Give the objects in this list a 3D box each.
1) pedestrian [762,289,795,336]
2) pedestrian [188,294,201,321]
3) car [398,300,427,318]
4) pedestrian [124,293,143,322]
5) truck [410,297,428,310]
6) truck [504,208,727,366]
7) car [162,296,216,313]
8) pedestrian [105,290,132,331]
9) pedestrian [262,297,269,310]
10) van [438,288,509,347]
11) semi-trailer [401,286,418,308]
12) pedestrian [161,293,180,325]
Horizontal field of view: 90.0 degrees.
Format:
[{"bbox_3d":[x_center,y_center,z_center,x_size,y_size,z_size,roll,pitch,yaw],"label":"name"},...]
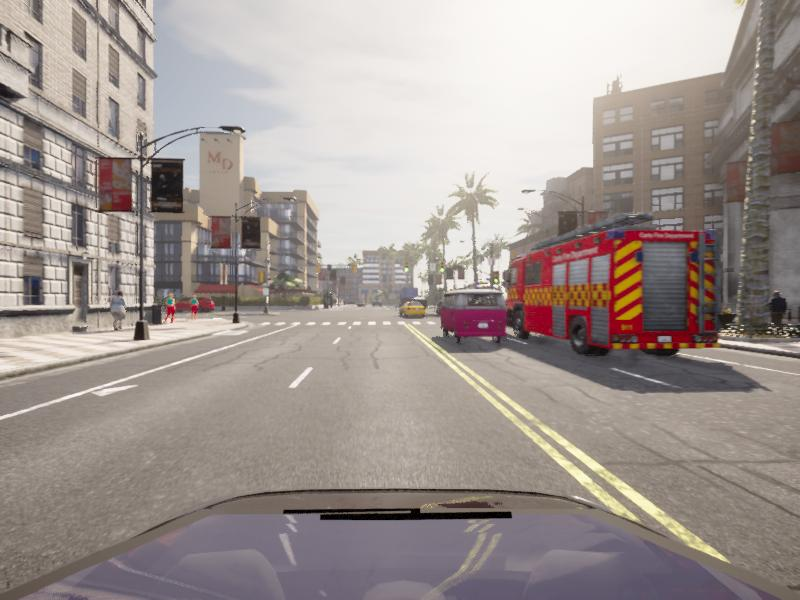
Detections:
[{"bbox_3d":[15.282,0.484,16.176,0.751,1.860,0.751,0,0,23],"label":"pedestrian"},{"bbox_3d":[-14.573,0.497,28.323,0.751,1.860,0.751,0,0,-21],"label":"pedestrian"},{"bbox_3d":[1.106,0.810,38.547,1.801,1.575,5.366,0,0,-9],"label":"car"},{"bbox_3d":[-17.635,0.498,26.461,0.751,1.860,0.751,0,0,-3],"label":"pedestrian"},{"bbox_3d":[3.206,0.557,67.620,2.390,2.098,6.274,0,0,-3],"label":"truck"},{"bbox_3d":[6.380,-0.319,14.006,2.891,3.827,8.468,0,0,-3],"label":"truck"},{"bbox_3d":[-26.229,0.589,49.976,5.566,2.045,2.150,0,0,-4],"label":"car"},{"bbox_3d":[-13.012,0.494,18.518,0.751,1.860,0.751,0,0,-7],"label":"pedestrian"},{"bbox_3d":[-19.396,0.506,57.706,0.751,1.860,0.751,0,0,-36],"label":"pedestrian"},{"bbox_3d":[2.742,0.601,15.959,1.775,1.987,4.442,0,0,-3],"label":"van"},{"bbox_3d":[1.962,-0.598,88.414,2.717,4.402,14.254,0,0,-3],"label":"semi-trailer"},{"bbox_3d":[-13.543,0.496,23.624,0.751,1.860,0.751,0,0,-3],"label":"pedestrian"}]
